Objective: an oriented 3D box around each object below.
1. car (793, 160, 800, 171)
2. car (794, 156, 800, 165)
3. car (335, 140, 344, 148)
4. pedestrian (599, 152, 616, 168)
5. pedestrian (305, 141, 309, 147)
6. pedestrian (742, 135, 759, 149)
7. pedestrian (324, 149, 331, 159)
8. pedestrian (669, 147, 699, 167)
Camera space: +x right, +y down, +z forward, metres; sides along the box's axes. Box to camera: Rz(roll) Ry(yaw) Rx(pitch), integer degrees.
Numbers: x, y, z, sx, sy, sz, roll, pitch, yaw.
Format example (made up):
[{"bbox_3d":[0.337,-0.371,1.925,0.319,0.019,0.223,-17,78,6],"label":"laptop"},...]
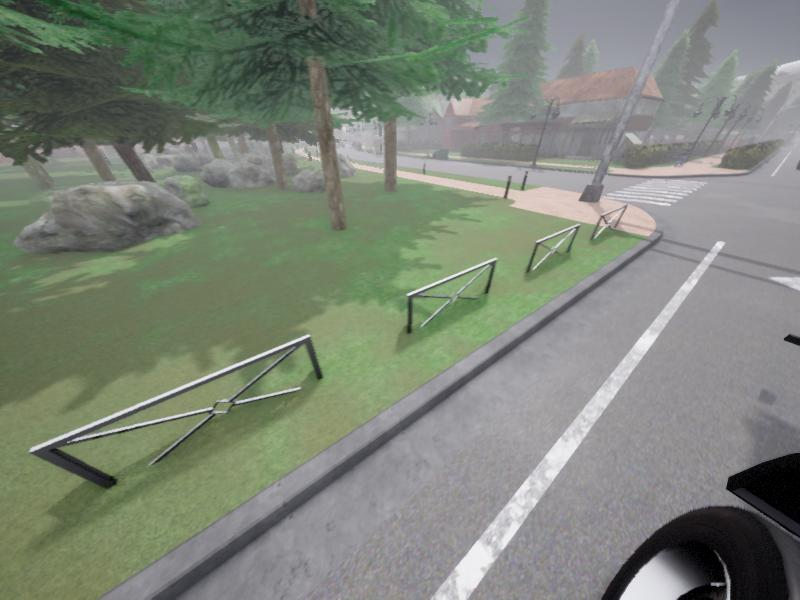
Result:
[{"bbox_3d":[31.928,-10.666,17.218,4.856,1.649,2.033,-22,41,-28],"label":"car"},{"bbox_3d":[37.501,-12.910,20.431,4.902,1.511,2.128,-22,41,-28],"label":"car"},{"bbox_3d":[-16.458,-42.697,63.166,2.097,1.767,4.553,-6,36,-8],"label":"car"},{"bbox_3d":[17.343,-11.751,19.341,0.500,1.100,0.500,-17,38,-22],"label":"pedestrian"},{"bbox_3d":[-26.003,-43.722,64.844,0.751,1.300,0.751,-12,37,-16],"label":"pedestrian"},{"bbox_3d":[60.309,-27.183,39.751,0.751,1.860,0.751,-23,41,-28],"label":"pedestrian"},{"bbox_3d":[-8.894,-18.042,28.529,0.500,1.100,0.500,-22,40,-27],"label":"pedestrian"},{"bbox_3d":[21.883,-11.044,17.839,0.751,1.300,0.751,-10,36,-13],"label":"pedestrian"}]
